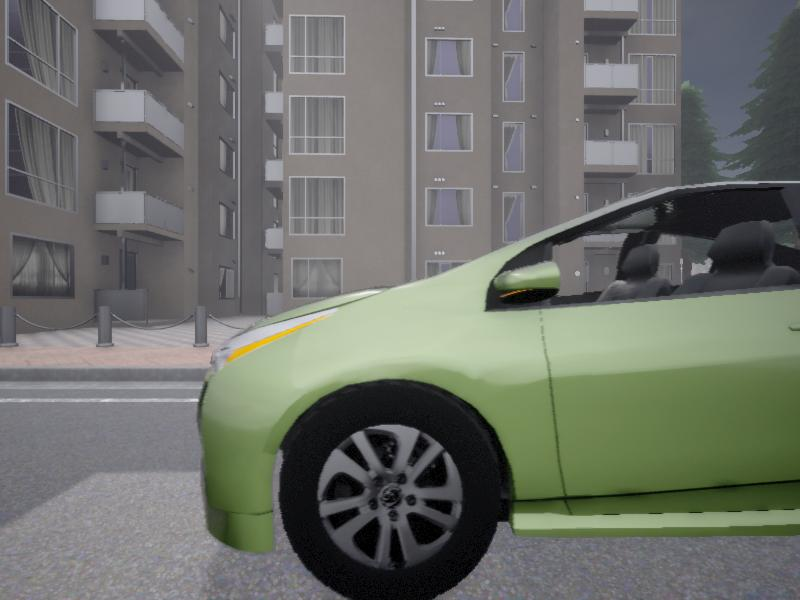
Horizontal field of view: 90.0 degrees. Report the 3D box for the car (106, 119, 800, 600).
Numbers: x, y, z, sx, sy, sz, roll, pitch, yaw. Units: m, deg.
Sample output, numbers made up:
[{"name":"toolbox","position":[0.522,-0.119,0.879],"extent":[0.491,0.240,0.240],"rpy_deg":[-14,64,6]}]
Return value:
[{"name":"car","position":[1.387,0.228,2.188],"extent":[4.514,1.525,2.007],"rpy_deg":[0,0,0]}]
